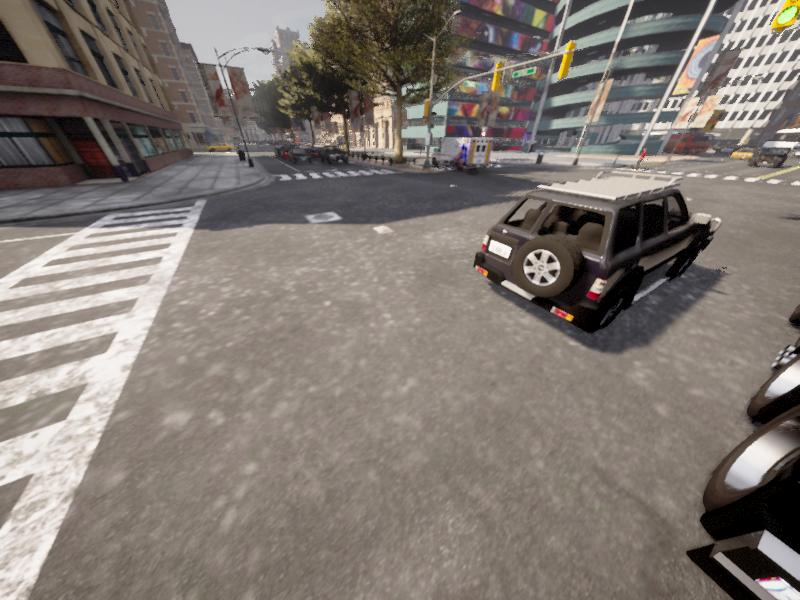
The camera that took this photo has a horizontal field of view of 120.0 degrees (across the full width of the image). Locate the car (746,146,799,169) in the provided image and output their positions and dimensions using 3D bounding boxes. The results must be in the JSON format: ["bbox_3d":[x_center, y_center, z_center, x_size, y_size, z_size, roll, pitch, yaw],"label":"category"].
[{"bbox_3d":[39.266,-15.067,24.393,3.866,1.878,1.905,-18,39,-25],"label":"car"}]

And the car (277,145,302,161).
[{"bbox_3d":[-14.850,-19.764,30.954,2.007,1.525,4.514,-18,39,-25],"label":"car"}]

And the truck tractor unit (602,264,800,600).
[{"bbox_3d":[5.111,-0.300,0.785,6.516,4.208,3.053,-18,39,-24],"label":"truck tractor unit"}]

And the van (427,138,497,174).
[{"bbox_3d":[5.253,-13.284,21.037,2.351,2.431,6.366,-15,38,-21],"label":"van"}]

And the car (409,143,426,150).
[{"bbox_3d":[4.510,-39.710,59.694,2.161,1.482,4.786,-18,39,-25],"label":"car"}]

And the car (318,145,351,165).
[{"bbox_3d":[-7.538,-16.590,26.332,2.242,1.667,4.611,-18,39,-24],"label":"car"}]

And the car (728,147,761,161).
[{"bbox_3d":[50.775,-21.589,34.152,5.366,1.575,1.801,-28,44,-34],"label":"car"}]

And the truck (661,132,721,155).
[{"bbox_3d":[61.718,-33.569,49.512,2.891,3.827,8.468,8,36,11],"label":"truck"}]

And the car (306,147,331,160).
[{"bbox_3d":[-11.182,-20.056,31.546,1.994,1.385,4.181,-18,39,-25],"label":"car"}]

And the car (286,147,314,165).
[{"bbox_3d":[-11.469,-16.446,26.287,1.812,1.442,4.674,-18,39,-24],"label":"car"}]

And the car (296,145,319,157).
[{"bbox_3d":[-14.531,-23.420,36.227,2.128,1.511,4.902,-18,39,-25],"label":"car"}]

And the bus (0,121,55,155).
[{"bbox_3d":[-64.879,-26.931,38.402,3.944,4.253,10.273,-18,39,-25],"label":"bus"}]

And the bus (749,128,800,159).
[{"bbox_3d":[69.077,-27.118,39.931,3.944,4.253,10.273,12,37,17],"label":"bus"}]

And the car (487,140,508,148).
[{"bbox_3d":[30.306,-48.770,72.294,2.435,2.045,5.566,-18,39,-25],"label":"car"}]

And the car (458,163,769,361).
[{"bbox_3d":[3.561,-1.136,4.036,4.605,1.855,1.932,-19,39,-24],"label":"car"}]

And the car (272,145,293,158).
[{"bbox_3d":[-18.163,-22.986,35.584,1.837,1.490,4.892,-19,39,-25],"label":"car"}]

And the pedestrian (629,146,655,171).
[{"bbox_3d":[22.189,-12.980,21.214,0.751,1.860,0.751,-20,40,-26],"label":"pedestrian"}]
